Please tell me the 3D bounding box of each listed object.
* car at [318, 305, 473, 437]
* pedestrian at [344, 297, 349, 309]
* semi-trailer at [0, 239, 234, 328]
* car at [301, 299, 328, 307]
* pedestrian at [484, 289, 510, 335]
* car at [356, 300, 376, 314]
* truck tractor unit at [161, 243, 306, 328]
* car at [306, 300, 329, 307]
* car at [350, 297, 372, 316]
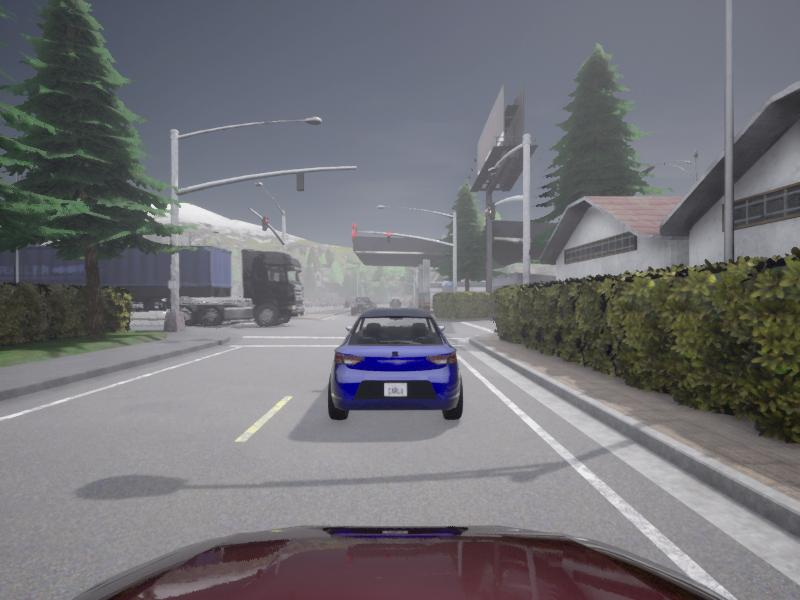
[{"bbox_3d":[-0.077,0.854,6.770,1.816,1.474,4.193,0,0,-1],"label":"car"},{"bbox_3d":[-8.495,0.485,63.147,0.751,1.860,0.751,0,0,-3],"label":"pedestrian"},{"bbox_3d":[-16.538,-0.809,21.238,14.254,4.402,2.717,0,0,-1],"label":"semi-trailer"},{"bbox_3d":[-17.339,0.674,81.505,5.027,1.636,2.152,0,0,-1],"label":"car"},{"bbox_3d":[4.100,0.485,16.857,0.751,1.860,0.751,0,0,-28],"label":"pedestrian"},{"bbox_3d":[-4.027,0.778,47.802,2.033,1.649,4.856,0,0,-1],"label":"car"},{"bbox_3d":[-8.623,-0.705,21.406,6.516,4.208,3.053,0,0,-1],"label":"truck tractor unit"},{"bbox_3d":[-17.444,0.683,84.640,4.514,1.523,2.007,0,0,-1],"label":"car"},{"bbox_3d":[-3.957,0.646,41.350,1.905,1.878,3.866,0,0,-1],"label":"car"}]
